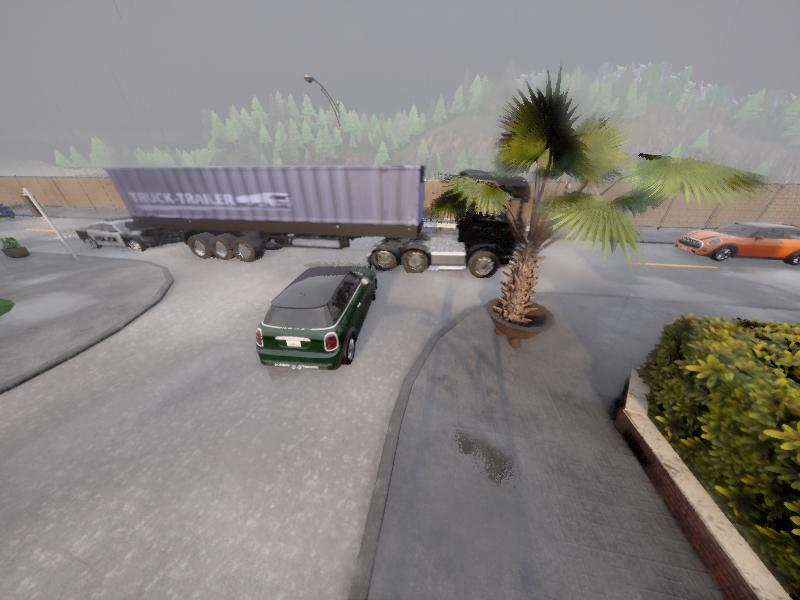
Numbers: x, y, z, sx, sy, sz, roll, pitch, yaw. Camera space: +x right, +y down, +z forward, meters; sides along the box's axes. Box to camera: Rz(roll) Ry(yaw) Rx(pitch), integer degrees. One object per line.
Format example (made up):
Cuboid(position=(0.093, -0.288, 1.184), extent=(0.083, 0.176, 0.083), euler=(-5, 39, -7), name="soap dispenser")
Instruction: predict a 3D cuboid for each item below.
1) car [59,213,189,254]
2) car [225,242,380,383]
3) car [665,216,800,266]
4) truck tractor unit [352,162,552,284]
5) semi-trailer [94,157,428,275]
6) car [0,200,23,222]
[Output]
Cuboid(position=(-15.749, -3.926, 13.372), extent=(5.238, 1.638, 1.930), euler=(5, 30, 9), name="car")
Cuboid(position=(-2.021, -0.135, 6.652), extent=(2.097, 1.767, 4.553), euler=(3, 30, 5), name="car")
Cuboid(position=(17.471, -3.080, 11.753), extent=(4.553, 1.767, 2.097), euler=(5, 30, 9), name="car")
Cuboid(position=(1.794, -3.505, 10.053), extent=(6.516, 4.208, 3.053), euler=(5, 30, 9), name="truck tractor unit")
Cuboid(position=(-6.001, -4.271, 11.190), extent=(14.254, 4.402, 2.717), euler=(5, 30, 9), name="semi-trailer")
Cuboid(position=(-36.818, -7.766, 20.126), extent=(5.008, 1.535, 1.882), euler=(5, 30, 9), name="car")
